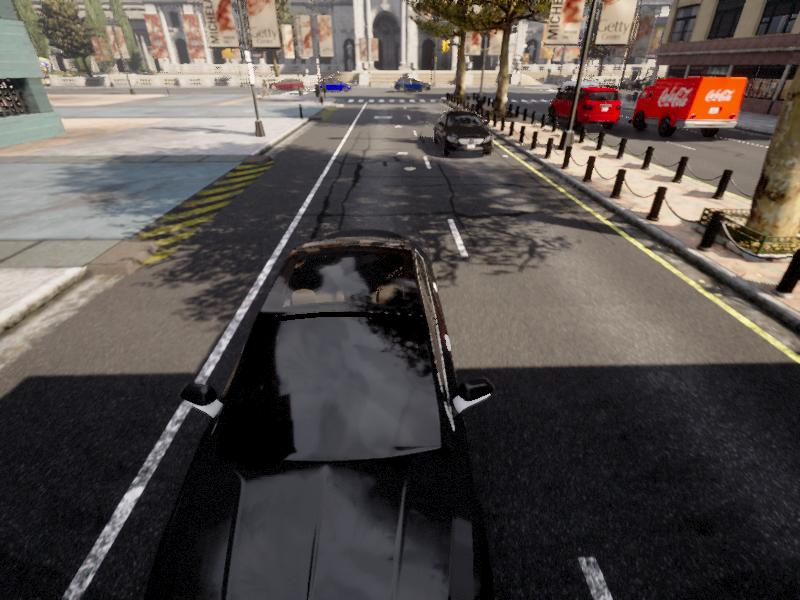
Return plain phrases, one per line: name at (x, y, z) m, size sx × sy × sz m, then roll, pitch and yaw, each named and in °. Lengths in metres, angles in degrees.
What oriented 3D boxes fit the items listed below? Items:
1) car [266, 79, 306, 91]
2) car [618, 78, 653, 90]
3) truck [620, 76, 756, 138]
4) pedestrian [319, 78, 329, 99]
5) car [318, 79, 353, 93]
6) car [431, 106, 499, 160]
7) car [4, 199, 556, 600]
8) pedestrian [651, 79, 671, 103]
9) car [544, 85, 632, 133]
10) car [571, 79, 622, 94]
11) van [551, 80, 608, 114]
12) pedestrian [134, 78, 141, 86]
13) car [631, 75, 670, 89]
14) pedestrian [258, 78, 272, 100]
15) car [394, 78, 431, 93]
car at (-15.839, -29.961, 55.731) m, size 4.792 × 1.488 × 2.163 m, roll -1°, pitch 30°, yaw -1°
car at (35.092, -32.261, 59.709) m, size 3.806 × 1.475 × 1.970 m, roll -1°, pitch 30°, yaw -1°
truck at (14.050, -9.752, 20.158) m, size 2.627 × 2.467 × 5.204 m, roll -1°, pitch 27°, yaw -1°
pedestrian at (-7.547, -21.153, 39.958) m, size 0.751 × 1.860 × 0.751 m, roll -1°, pitch 30°, yaw -2°
car at (-8.463, -28.272, 52.849) m, size 4.193 × 1.474 × 1.816 m, roll -1°, pitch 30°, yaw -1°
car at (2.509, -7.043, 16.613) m, size 1.812 × 1.442 × 4.674 m, roll -1°, pitch 30°, yaw -2°
car at (-0.457, 0.541, 3.594) m, size 1.837 × 1.490 × 4.892 m, roll -1°, pitch 30°, yaw -1°
pedestrian at (23.394, -18.717, 35.842) m, size 0.751 × 1.860 × 0.751 m, roll 1°, pitch 30°, yaw 2°
car at (10.476, -11.097, 22.958) m, size 2.150 × 2.045 × 5.566 m, roll -1°, pitch 30°, yaw -1°
car at (24.706, -26.907, 50.413) m, size 5.238 × 1.638 × 1.930 m, roll -1°, pitch 30°, yaw -1°
van at (13.737, -15.785, 30.986) m, size 2.069 × 2.038 × 4.480 m, roll -1°, pitch 30°, yaw -1°
pedestrian at (-42.502, -35.261, 64.774) m, size 0.500 × 1.100 × 0.500 m, roll 4°, pitch 31°, yaw 7°
car at (35.377, -30.781, 56.529) m, size 3.988 × 1.617 × 1.851 m, roll -1°, pitch 30°, yaw -1°
pedestrian at (-13.150, -20.652, 39.091) m, size 0.751 × 1.860 × 0.751 m, roll 5°, pitch 31°, yaw 9°
car at (1.606, -28.443, 52.997) m, size 4.856 × 1.649 × 2.033 m, roll -1°, pitch 30°, yaw -1°
